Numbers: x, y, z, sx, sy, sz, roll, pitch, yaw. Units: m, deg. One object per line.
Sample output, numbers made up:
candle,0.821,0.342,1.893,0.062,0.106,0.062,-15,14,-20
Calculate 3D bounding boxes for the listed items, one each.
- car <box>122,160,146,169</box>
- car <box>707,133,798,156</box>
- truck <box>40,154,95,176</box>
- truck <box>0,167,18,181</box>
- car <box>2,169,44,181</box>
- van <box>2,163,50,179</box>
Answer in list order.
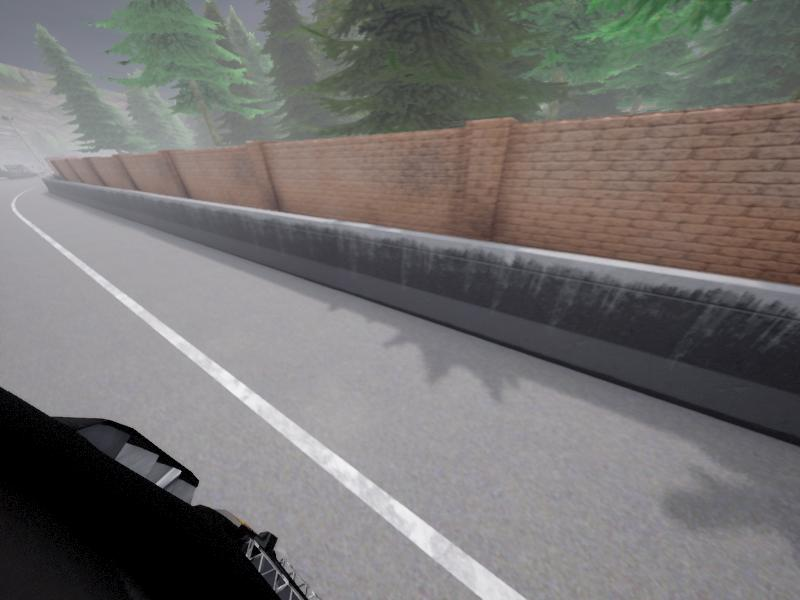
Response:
car,-79.054,-40.307,68.816,2.150,2.045,5.566,-14,35,-16
car,38.338,-17.074,25.399,4.856,1.649,2.033,11,37,22
truck,-72.689,-29.821,50.876,2.891,3.827,8.468,-19,37,-23
truck,-73.356,-22.491,41.412,2.390,2.098,6.274,-21,38,-26
car,-70.680,-23.568,43.444,2.128,1.511,4.902,-21,38,-26
van,-79.194,-27.525,49.147,2.351,2.431,6.366,-19,37,-23
